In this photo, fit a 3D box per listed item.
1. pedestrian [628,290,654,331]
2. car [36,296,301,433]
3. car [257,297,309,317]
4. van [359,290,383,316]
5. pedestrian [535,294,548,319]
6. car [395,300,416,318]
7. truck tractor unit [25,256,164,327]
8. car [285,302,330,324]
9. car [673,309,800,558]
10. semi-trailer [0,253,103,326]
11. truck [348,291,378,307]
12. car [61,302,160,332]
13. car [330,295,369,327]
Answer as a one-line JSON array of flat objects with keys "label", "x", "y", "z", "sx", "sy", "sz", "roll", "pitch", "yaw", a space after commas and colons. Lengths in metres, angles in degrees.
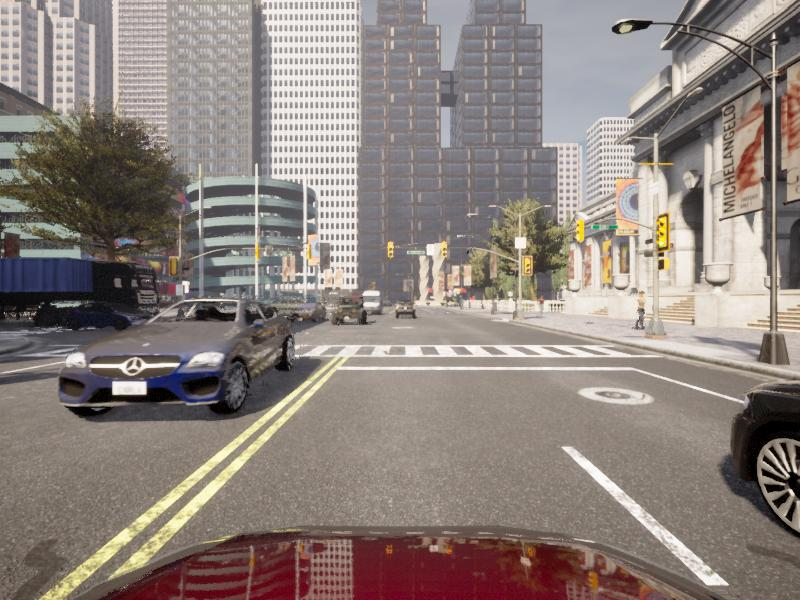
[{"label": "pedestrian", "x": 11.239, "y": 0.485, "z": 18.654, "sx": 0.751, "sy": 1.860, "sz": 0.751, "roll": 0, "pitch": 0, "yaw": -8}, {"label": "car", "x": -3.404, "y": 0.781, "z": 7.359, "sx": 2.152, "sy": 1.651, "sz": 5.027, "roll": 0, "pitch": 0, "yaw": -3}, {"label": "car", "x": -11.585, "y": 0.653, "z": 39.811, "sx": 4.605, "sy": 1.855, "sz": 1.932, "roll": 0, "pitch": 1, "yaw": -39}, {"label": "van", "x": -2.914, "y": 0.322, "z": 41.910, "sx": 1.988, "sy": 2.561, "sz": 5.915, "roll": 0, "pitch": 0, "yaw": 1}, {"label": "pedestrian", "x": 10.727, "y": 0.485, "z": 30.369, "sx": 0.751, "sy": 1.860, "sz": 0.751, "roll": 0, "pitch": 0, "yaw": 0}, {"label": "car", "x": 0.535, "y": 0.788, "z": 37.642, "sx": 1.851, "sy": 1.617, "sz": 3.988, "roll": 0, "pitch": 0, "yaw": 1}, {"label": "truck tractor unit", "x": -19.161, "y": -0.519, "z": 25.431, "sx": 6.516, "sy": 4.208, "sz": 3.053, "roll": 0, "pitch": 0, "yaw": 2}, {"label": "car", "x": -6.591, "y": 0.894, "z": 29.160, "sx": 2.033, "sy": 1.411, "sz": 5.357, "roll": 0, "pitch": 0, "yaw": 1}, {"label": "car", "x": 3.511, "y": 0.836, "z": 1.169, "sx": 2.128, "sy": 1.511, "sz": 4.902, "roll": 0, "pitch": 0, "yaw": 1}, {"label": "semi-trailer", "x": -27.071, "y": -0.619, "z": 25.731, "sx": 14.254, "sy": 4.402, "sz": 2.717, "roll": 0, "pitch": 0, "yaw": 2}, {"label": "truck", "x": -9.374, "y": -0.325, "z": 100.904, "sx": 2.891, "sy": 3.827, "sz": 8.468, "roll": 0, "pitch": 0, "yaw": -42}, {"label": "car", "x": -15.175, "y": 0.854, "z": 21.079, "sx": 4.193, "sy": 1.474, "sz": 1.816, "roll": 0, "pitch": 0, "yaw": 9}, {"label": "car", "x": -3.143, "y": 0.646, "z": 25.569, "sx": 1.905, "sy": 1.878, "sz": 3.866, "roll": 0, "pitch": 0, "yaw": 1}]
